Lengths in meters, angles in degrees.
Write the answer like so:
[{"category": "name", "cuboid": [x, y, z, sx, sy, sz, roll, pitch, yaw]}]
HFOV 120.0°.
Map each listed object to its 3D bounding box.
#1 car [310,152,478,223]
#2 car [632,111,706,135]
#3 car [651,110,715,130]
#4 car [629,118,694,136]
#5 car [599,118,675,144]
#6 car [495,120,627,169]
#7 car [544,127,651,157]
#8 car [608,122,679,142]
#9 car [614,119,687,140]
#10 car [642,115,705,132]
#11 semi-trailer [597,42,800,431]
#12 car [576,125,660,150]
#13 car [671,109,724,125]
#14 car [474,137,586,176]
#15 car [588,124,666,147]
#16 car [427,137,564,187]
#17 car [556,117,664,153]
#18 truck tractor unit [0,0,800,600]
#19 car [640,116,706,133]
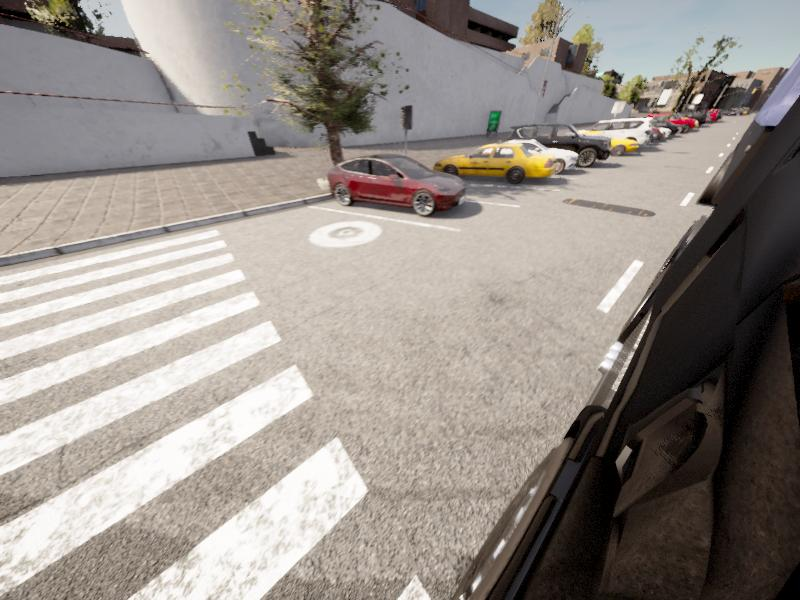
[{"category": "car", "cuboid": [-0.258, -3.932, 7.644, 4.792, 1.488, 2.163, 17, 40, 25]}, {"category": "car", "cuboid": [34.198, -22.734, 29.735, 5.566, 2.045, 2.435, 17, 41, 25]}, {"category": "car", "cuboid": [43.325, -27.735, 35.647, 5.566, 2.045, 2.435, 17, 42, 25]}, {"category": "car", "cuboid": [31.916, -21.256, 28.429, 4.792, 1.488, 2.163, 17, 41, 25]}, {"category": "car", "cuboid": [22.670, -16.383, 22.474, 4.553, 1.767, 2.185, 17, 41, 25]}, {"category": "car", "cuboid": [8.930, -9.038, 13.472, 5.566, 2.045, 2.435, 17, 41, 25]}, {"category": "car", "cuboid": [13.668, -11.258, 16.529, 5.366, 1.575, 1.946, 17, 41, 25]}, {"category": "car", "cuboid": [24.999, -17.493, 24.034, 4.674, 1.452, 2.002, 17, 41, 25]}, {"category": "car", "cuboid": [27.299, -18.773, 25.475, 5.008, 1.535, 2.097, 17, 42, 25]}, {"category": "car", "cuboid": [38.612, -25.087, 32.914, 5.366, 1.575, 1.946, 17, 42, 25]}, {"category": "semi-trailer", "cuboid": [8.708, -3.582, 4.243, 14.254, 4.402, 2.717, -28, 44, -30]}, {"category": "car", "cuboid": [18.079, -13.762, 19.603, 4.792, 1.488, 2.163, 17, 42, 25]}, {"category": "car", "cuboid": [57.109, -35.172, 44.542, 5.566, 2.045, 2.435, 17, 41, 25]}, {"category": "car", "cuboid": [6.611, -7.589, 12.159, 4.674, 1.452, 2.002, 17, 41, 25]}, {"category": "car", "cuboid": [20.409, -14.994, 21.088, 4.674, 1.452, 2.002, 17, 41, 25]}, {"category": "car", "cuboid": [4.149, -6.446, 10.707, 5.366, 1.575, 1.946, 17, 41, 25]}, {"category": "car", "cuboid": [15.771, -12.748, 17.955, 5.566, 2.045, 2.435, 17, 41, 25]}, {"category": "truck tractor unit", "cuboid": [2.645, -0.295, 0.351, 6.516, 4.208, 3.053, -28, 44, -30]}, {"category": "car", "cuboid": [36.642, -23.744, 31.286, 5.366, 1.575, 1.946, 17, 41, 25]}]
